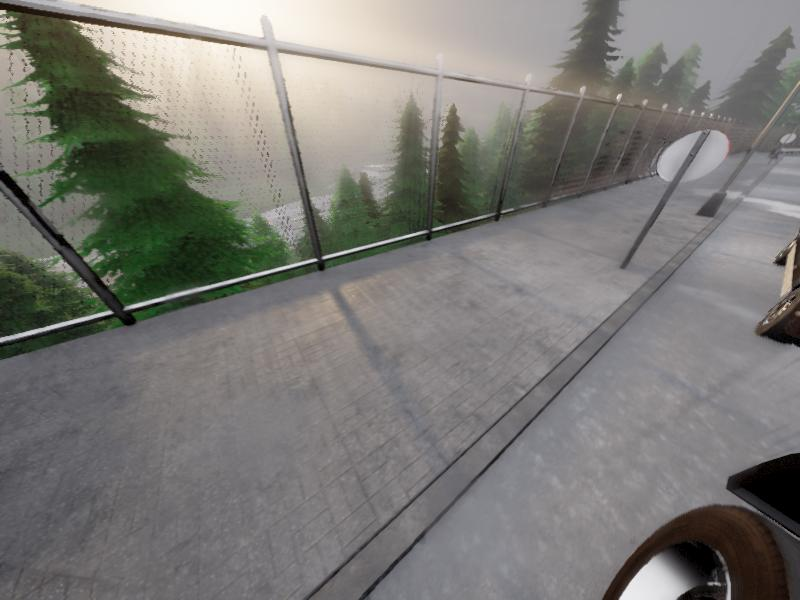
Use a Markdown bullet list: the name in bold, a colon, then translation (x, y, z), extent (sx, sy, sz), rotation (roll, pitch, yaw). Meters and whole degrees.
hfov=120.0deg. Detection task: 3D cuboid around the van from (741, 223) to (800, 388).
- **van**: translation (7.125, -0.801, 2.775), extent (5.915, 2.561, 1.988), rotation (-22, 41, -28)
